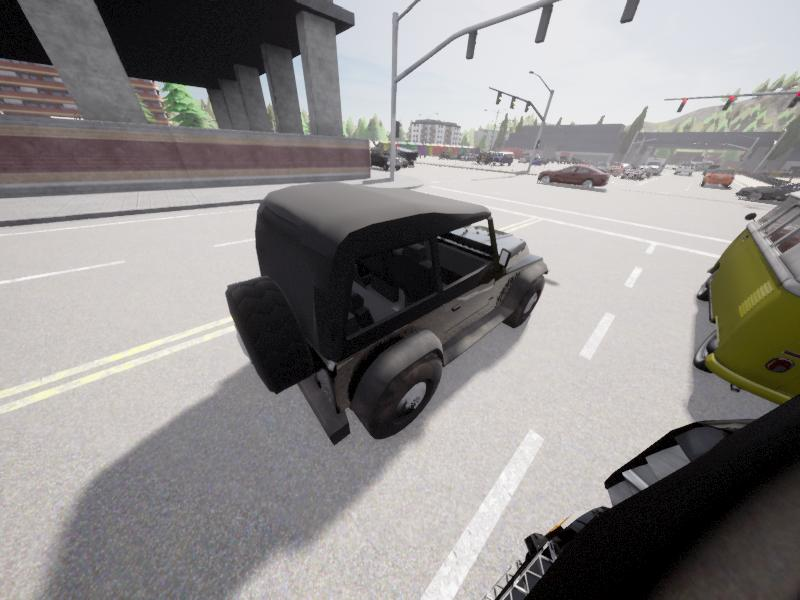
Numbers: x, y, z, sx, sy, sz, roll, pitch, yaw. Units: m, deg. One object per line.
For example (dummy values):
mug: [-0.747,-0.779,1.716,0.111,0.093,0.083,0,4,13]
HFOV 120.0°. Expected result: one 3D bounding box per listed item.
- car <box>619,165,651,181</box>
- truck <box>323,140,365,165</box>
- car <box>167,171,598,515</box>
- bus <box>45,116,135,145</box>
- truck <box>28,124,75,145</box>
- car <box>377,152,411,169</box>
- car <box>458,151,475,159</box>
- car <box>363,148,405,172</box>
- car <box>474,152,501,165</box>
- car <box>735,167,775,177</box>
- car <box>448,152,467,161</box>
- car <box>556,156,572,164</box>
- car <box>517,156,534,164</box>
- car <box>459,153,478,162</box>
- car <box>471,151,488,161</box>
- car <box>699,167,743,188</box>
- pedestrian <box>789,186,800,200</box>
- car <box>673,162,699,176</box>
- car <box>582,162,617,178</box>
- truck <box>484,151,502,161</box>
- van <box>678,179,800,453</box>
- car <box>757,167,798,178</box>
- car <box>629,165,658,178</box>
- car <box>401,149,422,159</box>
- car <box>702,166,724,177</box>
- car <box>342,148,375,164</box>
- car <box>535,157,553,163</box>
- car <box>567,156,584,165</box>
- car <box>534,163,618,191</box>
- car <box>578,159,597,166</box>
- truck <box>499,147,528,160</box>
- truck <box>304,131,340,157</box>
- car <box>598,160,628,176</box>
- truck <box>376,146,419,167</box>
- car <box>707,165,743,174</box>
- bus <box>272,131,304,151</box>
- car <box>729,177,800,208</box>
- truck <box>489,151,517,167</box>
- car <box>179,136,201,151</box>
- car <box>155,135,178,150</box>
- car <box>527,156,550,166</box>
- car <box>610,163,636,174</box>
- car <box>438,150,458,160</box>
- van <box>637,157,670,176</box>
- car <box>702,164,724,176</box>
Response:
car: [29.843,-16.171,29.269,3.806,1.475,1.970,-24,42,-35]
truck: [-7.125,-18.767,29.365,2.627,2.467,5.204,-25,42,-35]
car: [0.275,-0.348,2.785,3.866,1.878,1.905,-24,42,-35]
bus: [-65.299,-36.017,49.414,10.273,4.253,3.944,-24,42,-35]
truck: [-54.988,-26.150,36.658,2.615,2.467,5.204,-24,42,-35]
car: [-0.826,-17.111,28.252,1.816,1.474,4.193,-25,42,-35]
car: [18.746,-41.007,65.221,4.605,1.855,1.932,-24,42,-35]
car: [-1.825,-15.027,24.672,1.932,1.855,4.605,-25,42,-35]
car: [15.566,-25.133,41.047,4.605,1.855,1.932,-24,42,-35]
car: [83.519,-30.305,54.518,2.033,1.649,4.856,-25,42,-35]
car: [12.885,-32.144,51.794,3.905,1.438,1.784,-24,42,-35]
car: [44.848,-38.339,63.196,3.866,1.878,1.905,-24,42,-35]
car: [29.934,-33.422,55.078,3.806,1.475,1.970,-24,42,-35]
car: [14.790,-30.847,50.042,3.806,1.475,1.970,-24,42,-35]
car: [19.415,-35.258,56.611,3.866,1.878,1.905,-24,42,-35]
car: [35.350,-13.627,25.568,4.553,1.767,2.097,-25,42,-35]
pedestrian: [29.400,-8.106,16.403,0.751,1.860,0.751,18,36,21]
car: [52.882,-24.261,42.714,5.566,2.045,2.150,-24,42,-35]
car: [26.358,-17.232,30.469,4.856,1.649,2.033,-24,42,-35]
truck: [24.206,-37.500,60.179,4.478,2.038,2.069,-24,42,-35]
van: [5.428,-0.143,2.783,4.442,1.987,1.775,-24,42,-35]
car: [88.498,-30.036,54.286,1.932,1.855,4.605,-25,42,-35]
car: [35.225,-18.568,33.391,4.181,1.385,1.994,-24,42,-35]
car: [2.689,-33.625,53.176,4.611,1.667,2.242,-24,42,-35]
car: [58.510,-24.046,43.246,3.633,1.501,1.845,-24,42,-35]
car: [-5.934,-20.539,32.878,1.930,1.638,5.238,-25,42,-35]
car: [38.211,-37.160,61.333,5.357,1.415,2.033,-24,42,-35]
car: [46.714,-37.054,61.394,4.605,1.855,1.932,-24,42,-35]
car: [14.215,-10.211,18.982,1.882,1.535,5.008,-25,43,-35]
car: [57.002,-41.863,70.152,1.970,1.475,3.806,-24,42,-34]
truck: [41.486,-53.741,84.667,2.891,3.827,8.468,-23,41,-33]
truck: [-15.420,-30.627,45.387,2.891,3.827,8.468,-25,42,-35]
car: [32.224,-19.960,34.878,4.553,1.767,2.097,-24,42,-35]
truck: [-0.473,-20.060,32.157,2.390,2.098,6.274,-25,42,-35]
car: [83.868,-33.720,59.793,1.882,1.535,5.008,-5,34,-12]
bus: [-30.958,-43.832,63.715,3.944,4.253,10.273,-25,42,-35]
car: [26.124,-6.782,14.849,2.033,1.411,5.357,-9,35,-17]
truck: [17.530,-23.965,39.265,4.478,2.038,2.069,-24,42,-35]
car: [-35.284,-26.257,38.793,1.905,1.878,3.866,-24,42,-35]
car: [-37.491,-25.261,37.123,1.905,1.878,3.866,-24,42,-35]
car: [28.809,-28.838,47.951,4.611,1.667,2.242,-24,42,-35]
car: [37.943,-22.427,39.316,4.792,1.488,2.163,-24,42,-35]
car: [11.089,-33.480,53.290,4.605,1.855,1.932,-24,42,-35]
van: [41.804,-21.983,38.085,6.366,2.431,2.351,-24,42,-35]
car: [63.702,-26.523,47.104,3.866,1.878,1.905,-24,42,-35]
